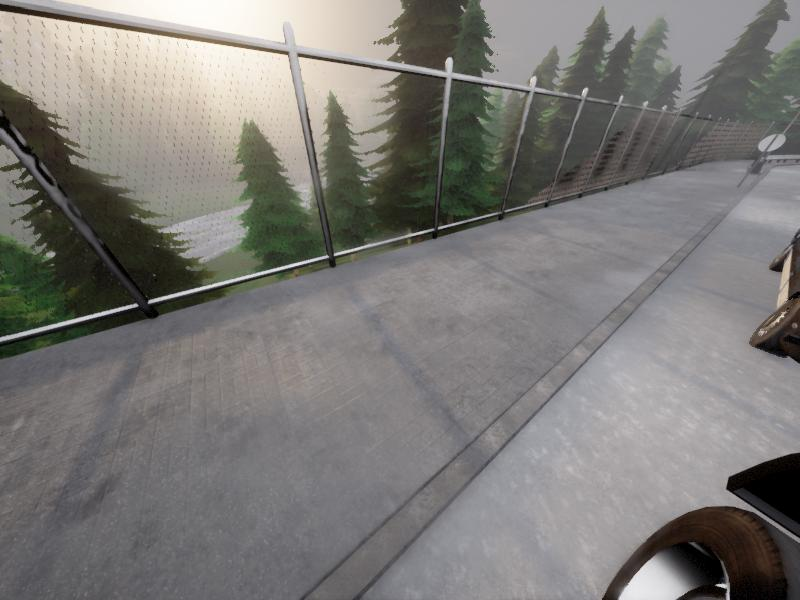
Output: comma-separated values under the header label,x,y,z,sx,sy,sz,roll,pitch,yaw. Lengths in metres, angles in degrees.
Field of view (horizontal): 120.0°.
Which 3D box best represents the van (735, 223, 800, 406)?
label,x,y,z,sx,sy,sz,roll,pitch,yaw
van,6.825,-0.676,2.632,5.915,2.561,1.988,-22,41,-28
